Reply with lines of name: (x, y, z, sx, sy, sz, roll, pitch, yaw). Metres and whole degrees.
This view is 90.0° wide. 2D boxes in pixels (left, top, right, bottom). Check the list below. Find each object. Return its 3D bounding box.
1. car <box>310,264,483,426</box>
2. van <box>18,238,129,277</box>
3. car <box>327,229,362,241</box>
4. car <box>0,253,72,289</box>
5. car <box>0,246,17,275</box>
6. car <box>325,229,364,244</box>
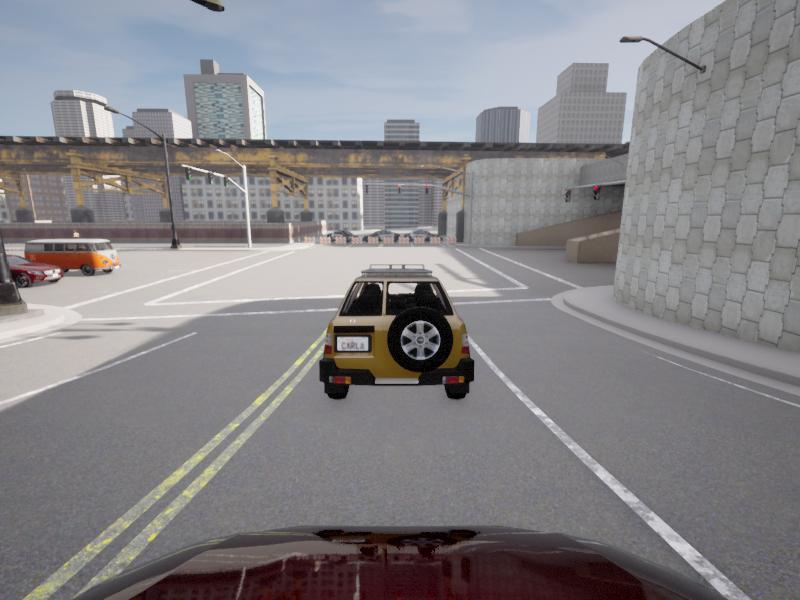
car: (-0.050, 0.321, 6.834, 1.932, 1.855, 4.605, 0, 5, 0)
van: (-18.160, -2.416, 22.426, 4.442, 1.987, 1.775, 0, 12, 0)
car: (-7.021, -8.140, 50.049, 4.536, 1.218, 1.853, 11, 16, 42)
car: (-18.743, -1.412, 18.949, 4.674, 1.442, 1.812, 0, 12, -1)
car: (-24.373, -2.215, 22.474, 3.705, 1.549, 1.789, 0, 12, 0)
car: (-6.983, -7.979, 50.047, 4.974, 1.542, 2.038, 11, 16, 42)
